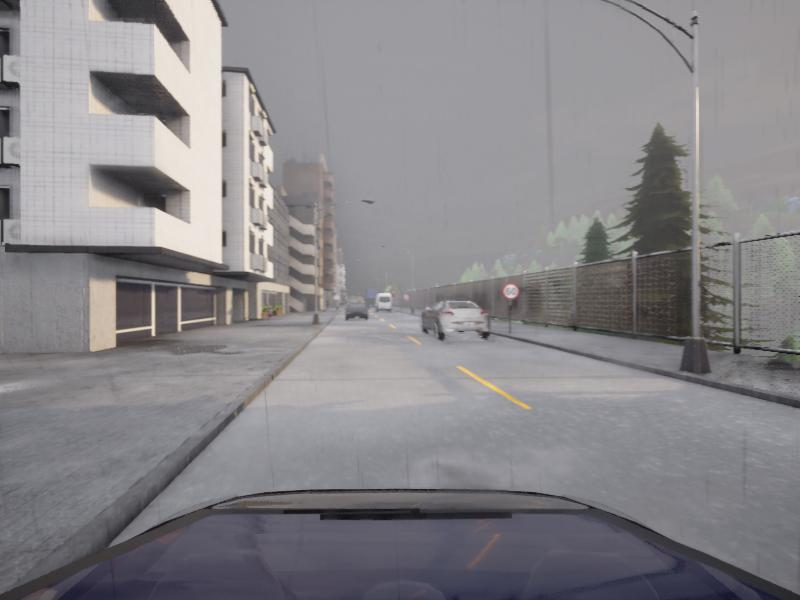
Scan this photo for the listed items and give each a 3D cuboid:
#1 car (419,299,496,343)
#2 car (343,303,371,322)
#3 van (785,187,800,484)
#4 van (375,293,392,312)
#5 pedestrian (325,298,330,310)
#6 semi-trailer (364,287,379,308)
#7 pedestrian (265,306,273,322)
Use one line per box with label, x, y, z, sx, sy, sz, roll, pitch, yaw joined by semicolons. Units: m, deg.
car;2.307;0.791;17.703;2.152;1.651;5.027;0;0;-7
car;-3.551;0.935;32.697;2.033;1.411;5.357;0;0;-7
van;4.322;0.312;0.574;1.988;2.561;5.915;1;0;3
van;-2.401;0.381;56.446;1.988;2.561;5.915;0;0;-7
pedestrian;-11.662;0.616;64.189;0.751;1.860;0.751;0;0;-6
semi-trailer;-6.558;-0.518;90.674;2.717;4.402;14.254;0;0;-7
pedestrian;-9.262;0.988;28.351;0.500;1.100;0.500;0;0;-12
